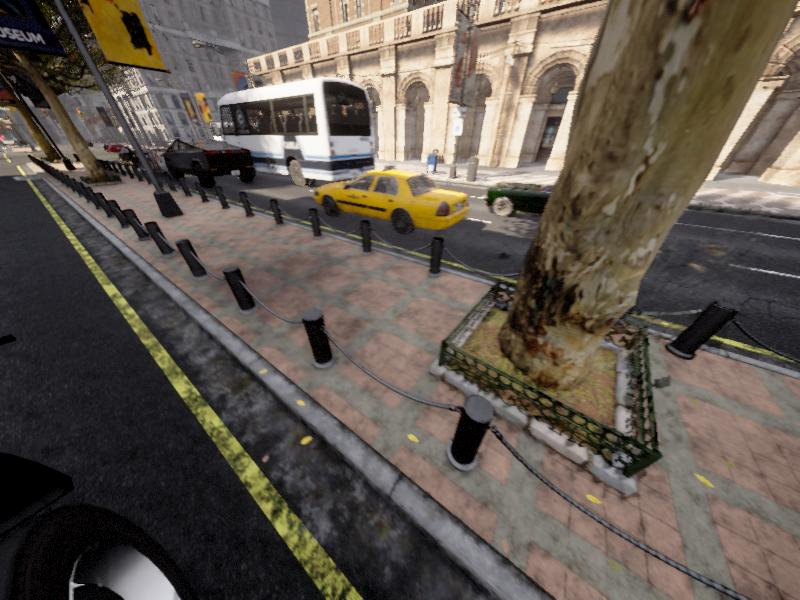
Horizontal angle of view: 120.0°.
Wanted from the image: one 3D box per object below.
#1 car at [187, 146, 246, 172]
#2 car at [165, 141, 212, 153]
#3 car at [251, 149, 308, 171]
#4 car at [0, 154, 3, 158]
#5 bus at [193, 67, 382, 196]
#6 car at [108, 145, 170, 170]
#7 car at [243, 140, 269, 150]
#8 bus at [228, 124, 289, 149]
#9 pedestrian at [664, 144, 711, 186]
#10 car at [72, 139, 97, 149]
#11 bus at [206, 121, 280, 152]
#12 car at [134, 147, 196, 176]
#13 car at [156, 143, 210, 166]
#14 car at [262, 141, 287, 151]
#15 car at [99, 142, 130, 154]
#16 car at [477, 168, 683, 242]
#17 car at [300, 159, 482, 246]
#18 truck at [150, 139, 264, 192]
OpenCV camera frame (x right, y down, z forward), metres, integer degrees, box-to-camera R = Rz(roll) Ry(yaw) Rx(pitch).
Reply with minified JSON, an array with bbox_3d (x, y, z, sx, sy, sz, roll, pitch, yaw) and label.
[{"bbox_3d":[-15.199,-11.752,19.125,4.892,1.490,1.837,22,41,28],"label":"car"},{"bbox_3d":[-34.968,-25.523,38.384,1.801,1.575,5.366,24,42,30],"label":"car"},{"bbox_3d":[-10.211,-11.927,19.582,4.718,1.301,1.895,22,41,28],"label":"car"},{"bbox_3d":[-47.439,-16.038,24.552,4.605,1.855,1.932,-19,39,-22],"label":"car"},{"bbox_3d":[-6.360,-9.185,13.177,10.273,4.253,3.944,22,41,28],"label":"bus"},{"bbox_3d":[-22.094,-12.107,19.548,4.902,1.511,2.128,22,41,28],"label":"car"},{"bbox_3d":[-30.257,-32.865,48.812,1.851,1.617,3.988,22,41,28],"label":"car"},{"bbox_3d":[-31.218,-36.559,51.750,3.944,4.253,10.273,22,40,28],"label":"bus"},{"bbox_3d":[15.137,-7.144,12.254,0.751,1.860,0.751,27,43,32],"label":"pedestrian"},{"bbox_3d":[-63.690,-31.582,46.651,5.238,1.638,1.930,22,41,28],"label":"car"},{"bbox_3d":[-29.452,-31.179,44.141,3.944,4.253,10.273,22,41,28],"label":"bus"},{"bbox_3d":[-16.736,-9.931,16.498,3.633,1.501,1.845,22,41,28],"label":"car"},{"bbox_3d":[-21.040,-14.189,22.409,4.856,1.649,2.033,22,41,28],"label":"car"},{"bbox_3d":[-24.646,-30.404,45.421,1.789,1.549,3.705,22,41,28],"label":"car"},{"bbox_3d":[-43.700,-23.321,35.365,4.181,1.385,1.994,22,41,28],"label":"car"},{"bbox_3d":[5.263,-3.328,7.548,4.718,1.301,1.895,22,41,28],"label":"car"},{"bbox_3d":[-0.531,-3.345,7.271,5.366,1.575,1.801,22,41,28],"label":"car"},{"bbox_3d":[-10.904,-7.787,13.017,6.274,2.098,2.390,22,41,28],"label":"truck"}]
